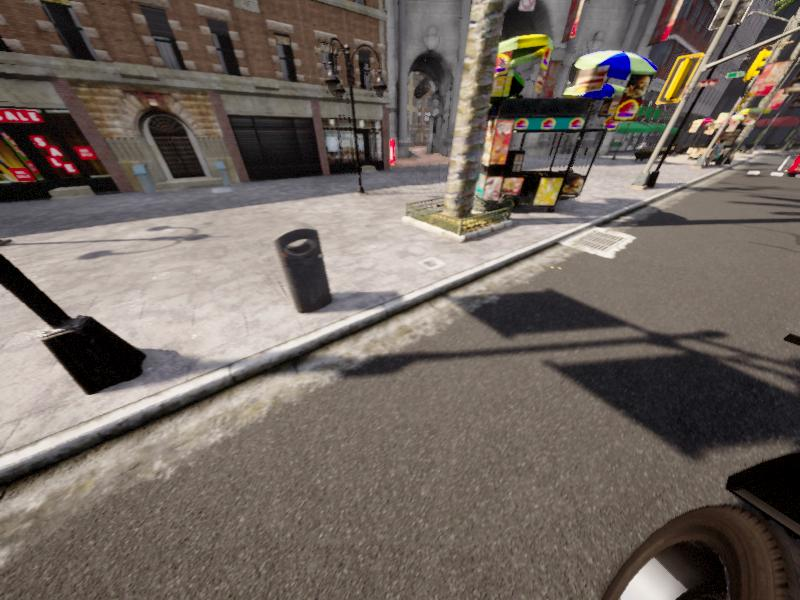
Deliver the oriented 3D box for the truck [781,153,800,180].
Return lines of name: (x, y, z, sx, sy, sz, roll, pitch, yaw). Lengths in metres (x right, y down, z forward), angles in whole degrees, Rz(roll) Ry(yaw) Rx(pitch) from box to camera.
truck: (28.426, -10.005, 14.537, 8.468, 3.827, 2.891, -22, 41, -28)

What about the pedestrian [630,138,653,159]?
pedestrian: (26.092, -16.378, 25.000, 0.751, 1.860, 0.751, 4, 35, 7)

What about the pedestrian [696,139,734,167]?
pedestrian: (25.041, -11.716, 18.388, 0.751, 1.860, 0.751, -2, 35, -2)
